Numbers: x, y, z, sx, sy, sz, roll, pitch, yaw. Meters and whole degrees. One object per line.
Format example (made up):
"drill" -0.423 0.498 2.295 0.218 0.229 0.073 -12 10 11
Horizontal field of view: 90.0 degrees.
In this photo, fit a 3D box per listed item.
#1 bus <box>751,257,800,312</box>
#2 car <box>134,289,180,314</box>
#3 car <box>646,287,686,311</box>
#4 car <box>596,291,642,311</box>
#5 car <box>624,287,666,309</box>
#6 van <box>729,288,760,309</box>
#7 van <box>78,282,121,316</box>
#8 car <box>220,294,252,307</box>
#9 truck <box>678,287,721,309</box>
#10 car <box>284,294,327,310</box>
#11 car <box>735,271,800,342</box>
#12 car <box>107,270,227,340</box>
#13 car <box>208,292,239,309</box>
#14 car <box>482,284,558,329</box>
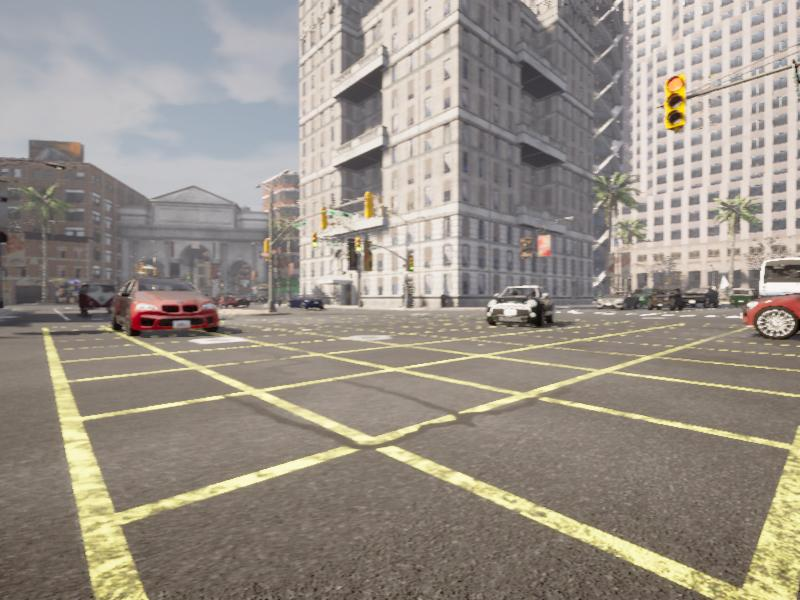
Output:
"bus" 34.291 -1.263 35.130 10.273 4.253 3.944 -1 0 -42
"car" -17.748 0.078 29.088 1.930 1.638 5.238 0 0 -42
"car" 22.503 -0.076 33.776 3.866 1.878 1.905 0 0 -42
"car" 19.775 0.052 36.020 5.027 1.651 2.152 0 0 -42
"car" 25.099 -0.178 40.838 5.566 2.045 2.150 0 0 -42
"van" 33.914 -0.145 39.321 4.442 1.987 1.775 0 0 -42
"van" -19.058 -0.085 25.305 1.775 1.987 4.442 0 1 -42
"car" -20.049 0.068 48.888 2.038 1.542 4.974 0 0 -42
"truck" 31.237 -0.208 41.635 6.274 2.098 2.390 0 0 -42
"car" -8.569 0.188 36.104 1.994 1.385 4.181 0 0 -42
"car" 11.002 0.143 9.015 2.152 1.651 5.027 0 0 -42
"car" -7.160 0.117 12.054 2.242 1.667 4.611 0 0 -42
"car" -18.486 0.054 41.892 1.851 1.617 3.988 0 0 -42
"car" 4.665 0.198 15.216 1.970 1.475 3.806 0 0 30
